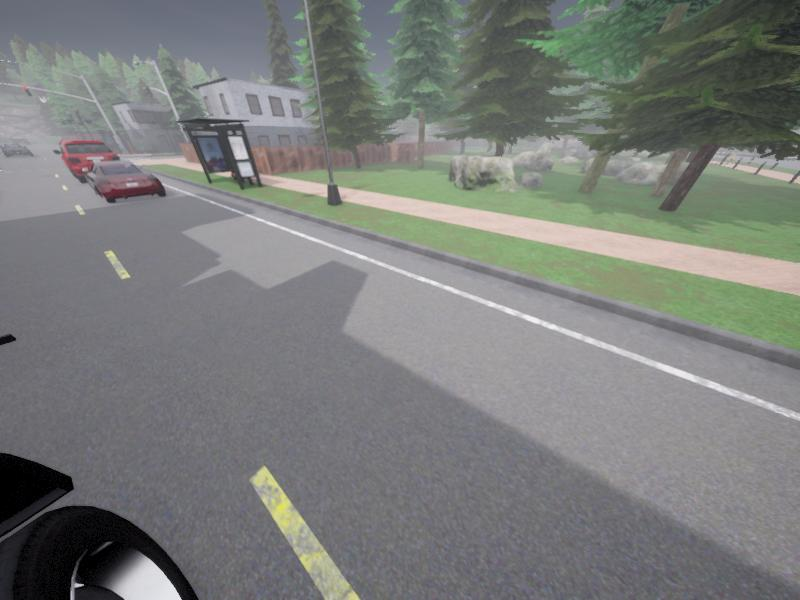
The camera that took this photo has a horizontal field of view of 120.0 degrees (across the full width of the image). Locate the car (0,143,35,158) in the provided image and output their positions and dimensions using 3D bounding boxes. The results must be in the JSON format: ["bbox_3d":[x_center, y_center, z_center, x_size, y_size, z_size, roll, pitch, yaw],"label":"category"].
[{"bbox_3d":[-49.480,-19.334,29.832,4.181,1.385,1.994,24,42,30],"label":"car"}]

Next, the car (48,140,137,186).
[{"bbox_3d":[-18.797,-8.518,14.105,5.566,2.045,2.150,24,41,30],"label":"car"}]

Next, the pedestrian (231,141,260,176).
[{"bbox_3d":[-9.898,-9.090,14.838,0.751,1.860,0.751,24,42,30],"label":"pedestrian"}]

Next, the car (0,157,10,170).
[{"bbox_3d":[-34.351,-10.585,17.390,4.514,1.525,2.007,-16,38,-22],"label":"car"}]

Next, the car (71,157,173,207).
[{"bbox_3d":[-12.449,-5.421,10.341,4.181,1.385,1.994,24,42,30],"label":"car"}]

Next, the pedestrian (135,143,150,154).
[{"bbox_3d":[-36.135,-21.299,32.442,0.751,1.300,0.751,23,41,28],"label":"pedestrian"}]

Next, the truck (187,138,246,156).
[{"bbox_3d":[-27.119,-23.006,34.547,2.390,2.098,6.274,18,39,23],"label":"truck"}]
